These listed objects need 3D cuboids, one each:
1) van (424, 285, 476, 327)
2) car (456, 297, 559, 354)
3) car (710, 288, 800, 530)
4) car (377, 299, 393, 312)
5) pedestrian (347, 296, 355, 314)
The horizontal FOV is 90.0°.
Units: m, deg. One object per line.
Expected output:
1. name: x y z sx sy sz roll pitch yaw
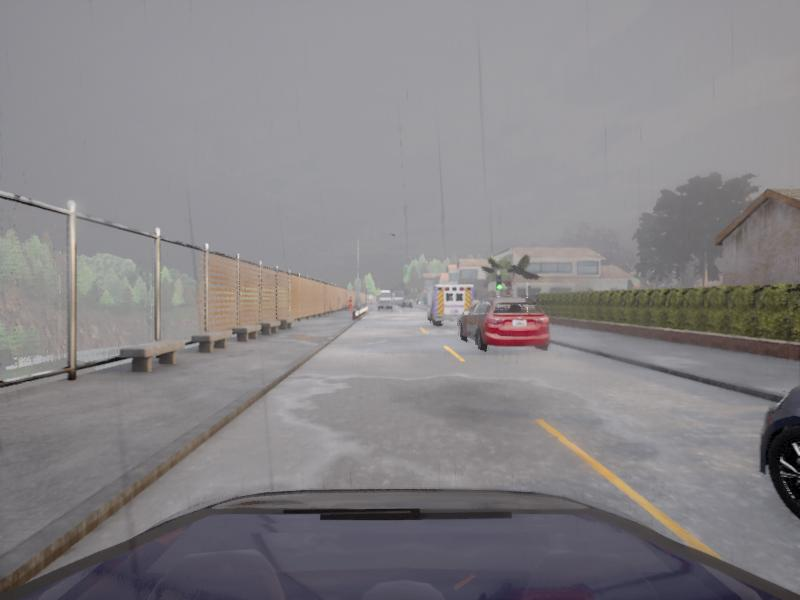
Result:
1. van: 3.034 0.348 26.064 2.351 2.431 6.366 0 0 -2
2. car: 3.464 0.741 14.010 2.242 1.667 4.611 0 0 -2
3. car: 3.955 0.755 1.271 2.242 1.667 4.611 0 0 -3
4. car: -2.045 0.715 56.298 2.152 1.651 5.027 0 0 -1
5. pedestrian: -5.143 0.485 41.944 0.751 1.860 0.751 0 0 -2
